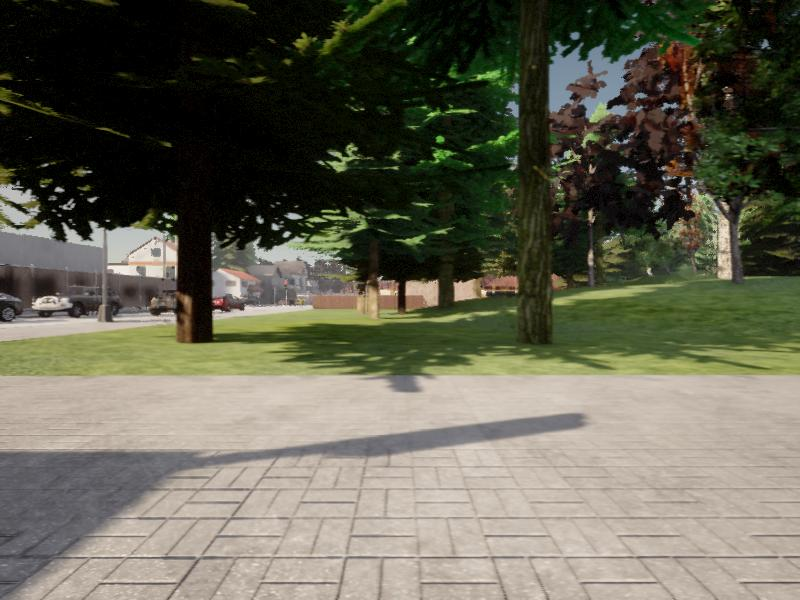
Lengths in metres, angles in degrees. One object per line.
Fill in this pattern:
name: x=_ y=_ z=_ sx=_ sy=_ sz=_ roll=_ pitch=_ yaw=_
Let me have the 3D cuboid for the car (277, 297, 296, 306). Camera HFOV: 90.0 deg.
car: x=-18.620 y=0.260 z=65.791 sx=1.816 sy=1.474 sz=4.193 roll=0 pitch=0 yaw=0

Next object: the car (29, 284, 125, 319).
car: x=-18.606 y=0.058 z=23.410 sx=1.932 sy=1.855 sz=4.605 roll=0 pitch=0 yaw=0

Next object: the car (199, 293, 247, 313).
car: x=-14.476 y=0.233 z=33.035 sx=2.007 sy=1.525 sz=4.514 roll=0 pitch=0 yaw=-2

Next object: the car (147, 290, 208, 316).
car: x=-14.609 y=0.193 z=26.531 sx=1.851 sy=1.617 sz=3.988 roll=0 pitch=0 yaw=0

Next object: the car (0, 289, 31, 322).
car: x=-18.669 y=0.250 z=16.806 sx=1.837 sy=1.490 sz=4.892 roll=0 pitch=0 yaw=-1

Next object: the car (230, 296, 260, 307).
car: x=-22.119 y=0.222 z=57.108 sx=3.705 sy=1.549 sz=1.789 roll=0 pitch=1 yaw=-35
